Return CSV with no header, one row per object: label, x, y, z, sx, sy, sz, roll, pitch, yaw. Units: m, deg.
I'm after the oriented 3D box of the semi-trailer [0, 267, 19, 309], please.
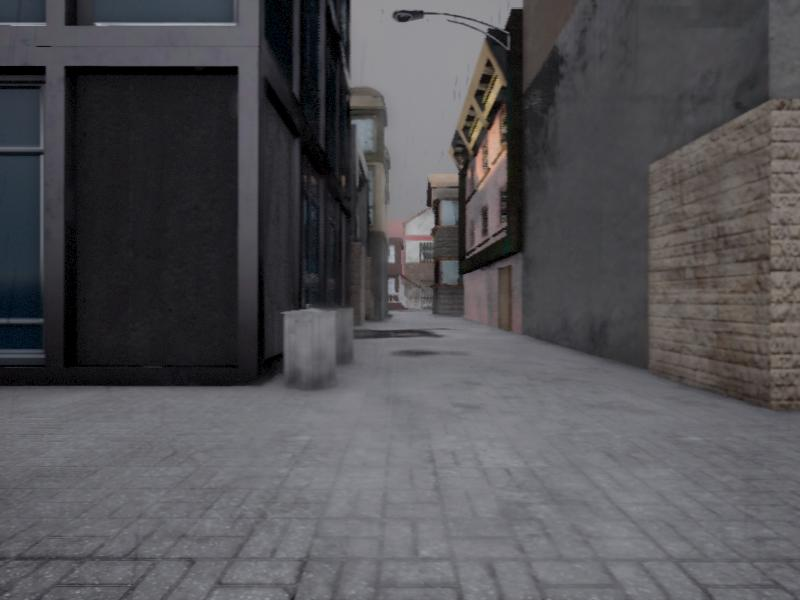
semi-trailer,-43.362,-1.284,36.926,2.717,4.402,14.254,0,0,0
